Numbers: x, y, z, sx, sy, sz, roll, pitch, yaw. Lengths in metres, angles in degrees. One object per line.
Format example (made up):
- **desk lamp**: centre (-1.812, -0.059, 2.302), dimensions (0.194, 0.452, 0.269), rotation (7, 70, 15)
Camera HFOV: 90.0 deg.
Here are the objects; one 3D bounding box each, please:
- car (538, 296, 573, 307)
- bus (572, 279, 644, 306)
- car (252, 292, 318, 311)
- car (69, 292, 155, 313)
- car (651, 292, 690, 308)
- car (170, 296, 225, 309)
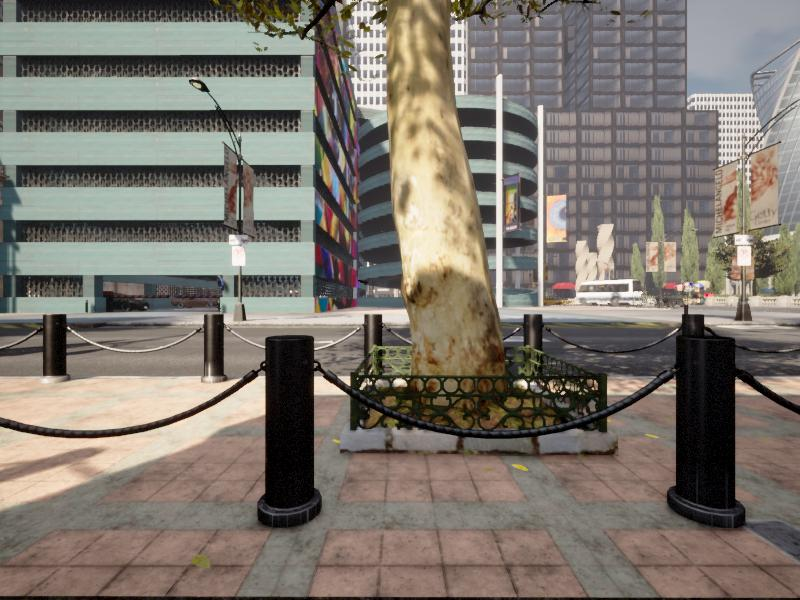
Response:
- **car**: centre (25.069, 0.220, 64.675), dimensions (1.801, 1.575, 5.366), rotation (0, 0, -32)
- **bus**: centre (35.135, -1.139, 68.037), dimensions (3.944, 4.253, 10.273), rotation (0, 0, -32)
- **car**: centre (-9.593, 0.117, 33.684), dimensions (4.902, 1.511, 2.128), rotation (0, 0, 0)
- **car**: centre (-21.193, 0.157, 29.591), dimensions (4.786, 1.482, 2.161), rotation (0, 0, 0)
- **car**: centre (33.258, 0.046, 49.317), dimensions (1.905, 1.878, 3.866), rotation (0, 0, -4)
- **car**: centre (-20.752, 0.207, 41.191), dimensions (4.718, 1.301, 1.895), rotation (0, 0, 0)
